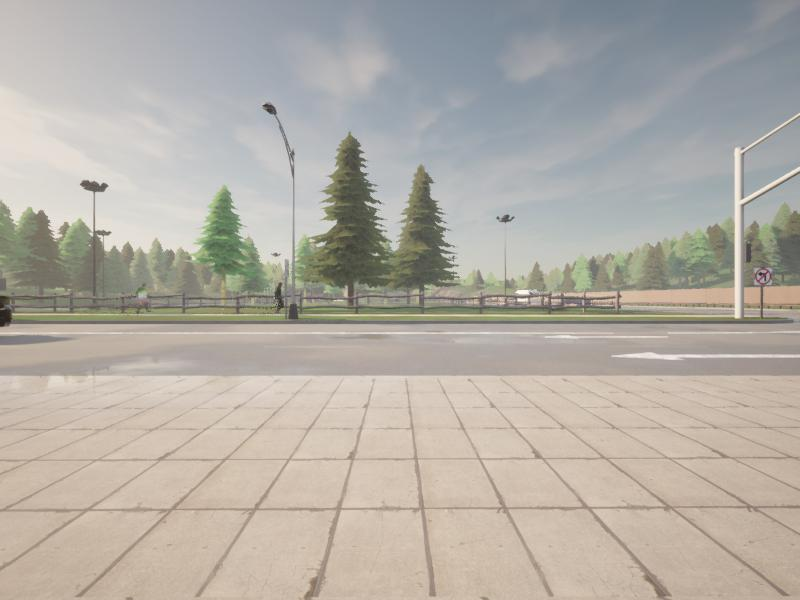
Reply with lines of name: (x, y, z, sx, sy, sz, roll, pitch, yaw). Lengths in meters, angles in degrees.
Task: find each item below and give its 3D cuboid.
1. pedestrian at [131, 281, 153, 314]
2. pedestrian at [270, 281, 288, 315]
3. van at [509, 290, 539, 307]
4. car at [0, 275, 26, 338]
pedestrian: (-14.723, -0.115, 22.877, 0.751, 1.860, 0.751, 0, 0, 3)
pedestrian: (-6.739, -0.115, 22.252, 0.751, 1.860, 0.751, 0, 0, 4)
van: (19.925, -0.278, 64.621, 1.988, 2.561, 5.915, 0, 0, -12)
car: (-13.033, 0.171, 10.176, 5.238, 1.638, 1.930, 0, 0, 0)
